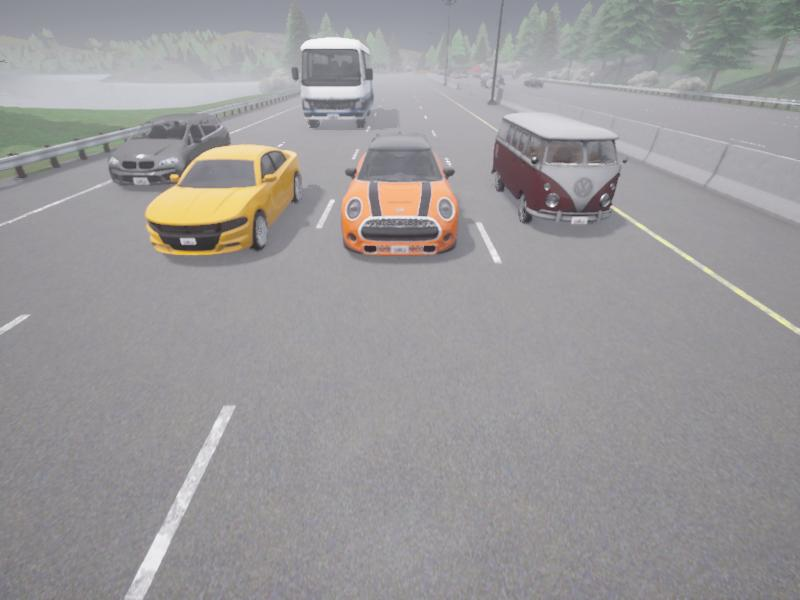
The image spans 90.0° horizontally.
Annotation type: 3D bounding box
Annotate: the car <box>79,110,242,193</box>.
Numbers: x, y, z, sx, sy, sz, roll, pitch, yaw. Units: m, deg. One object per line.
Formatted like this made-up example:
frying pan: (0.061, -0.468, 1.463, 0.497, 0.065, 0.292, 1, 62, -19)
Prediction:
car: (-7.005, -4.809, 12.530, 2.242, 1.667, 4.611, 0, 30, 0)

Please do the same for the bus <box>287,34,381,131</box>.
bus: (-3.377, -13.218, 24.331, 3.944, 4.253, 10.273, 0, 30, 0)

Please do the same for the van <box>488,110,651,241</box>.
van: (3.498, -3.166, 9.416, 1.775, 1.987, 4.442, 0, 30, 0)

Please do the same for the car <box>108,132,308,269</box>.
car: (-3.502, -2.454, 8.643, 1.882, 1.535, 5.008, 0, 30, 0)

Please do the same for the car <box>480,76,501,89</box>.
car: (13.980, -33.774, 62.080, 2.152, 1.651, 5.027, 0, 30, 0)

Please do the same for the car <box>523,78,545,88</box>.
car: (20.980, -34.128, 62.899, 1.895, 1.301, 4.718, 0, 30, 0)

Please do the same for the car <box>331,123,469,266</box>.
car: (-0.002, -2.517, 8.495, 2.097, 1.767, 4.553, 0, 31, 0)

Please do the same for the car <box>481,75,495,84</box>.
car: (17.474, -44.108, 79.832, 1.970, 1.475, 3.806, 0, 30, 0)
